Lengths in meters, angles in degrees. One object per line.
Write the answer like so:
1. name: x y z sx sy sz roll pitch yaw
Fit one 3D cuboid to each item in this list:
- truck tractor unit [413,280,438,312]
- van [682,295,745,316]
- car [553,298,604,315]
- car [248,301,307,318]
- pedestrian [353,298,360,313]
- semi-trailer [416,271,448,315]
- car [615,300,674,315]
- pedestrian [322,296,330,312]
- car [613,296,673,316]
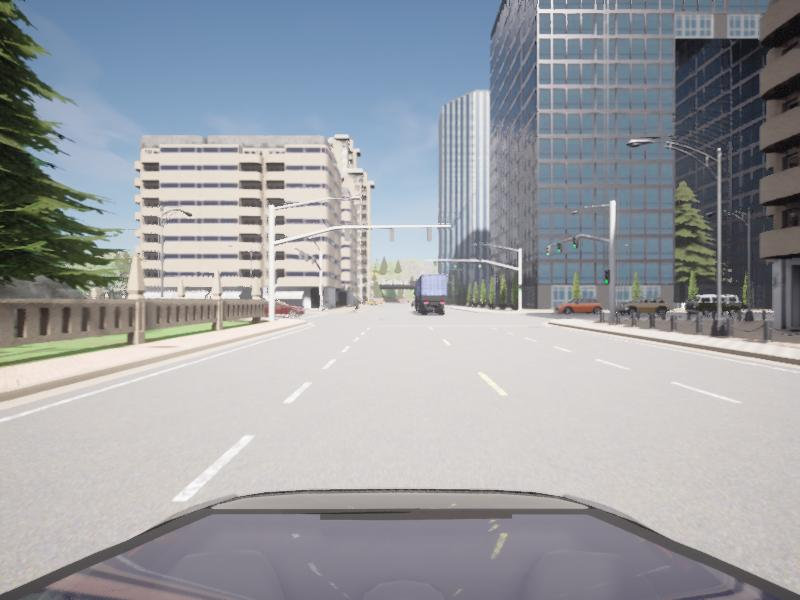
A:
1. truck tractor unit: 3.485 -0.529 55.588 3.053 4.208 6.516 0 0 0
2. van: 30.293 0.515 38.746 4.480 2.038 2.069 0 0 0
3. car: 18.815 0.638 42.325 4.553 1.767 2.097 0 0 1
4. car: -10.833 0.813 35.526 4.674 1.442 1.812 0 0 1
5. pedestrian: -5.350 0.636 49.247 0.751 1.860 0.751 0 0 10
6. semi-trailer: 3.490 -0.663 47.677 2.717 4.402 14.254 0 0 0
7. car: 25.766 0.779 42.271 4.902 1.511 2.128 0 0 0
8. pedestrian: -8.929 0.478 48.511 0.751 1.860 0.751 0 0 -31
9. car: 23.504 0.596 38.783 4.605 1.855 1.932 0 0 0
